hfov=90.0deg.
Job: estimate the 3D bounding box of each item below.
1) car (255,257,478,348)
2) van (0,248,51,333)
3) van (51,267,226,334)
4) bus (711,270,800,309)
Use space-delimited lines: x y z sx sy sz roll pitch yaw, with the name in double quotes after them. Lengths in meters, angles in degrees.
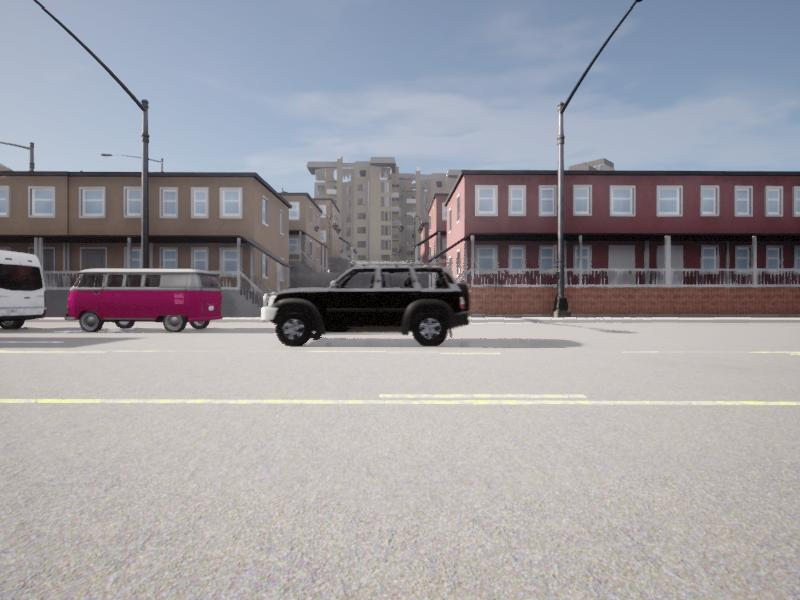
-0.689 0.052 9.223 4.605 1.855 1.932 0 0 1 "car"
-15.030 -0.278 12.886 5.915 2.561 1.988 0 0 1 "van"
-8.193 -0.005 12.806 4.442 1.987 1.775 0 0 1 "van"
44.217 -1.134 49.195 3.944 4.253 10.273 0 0 1 "bus"
